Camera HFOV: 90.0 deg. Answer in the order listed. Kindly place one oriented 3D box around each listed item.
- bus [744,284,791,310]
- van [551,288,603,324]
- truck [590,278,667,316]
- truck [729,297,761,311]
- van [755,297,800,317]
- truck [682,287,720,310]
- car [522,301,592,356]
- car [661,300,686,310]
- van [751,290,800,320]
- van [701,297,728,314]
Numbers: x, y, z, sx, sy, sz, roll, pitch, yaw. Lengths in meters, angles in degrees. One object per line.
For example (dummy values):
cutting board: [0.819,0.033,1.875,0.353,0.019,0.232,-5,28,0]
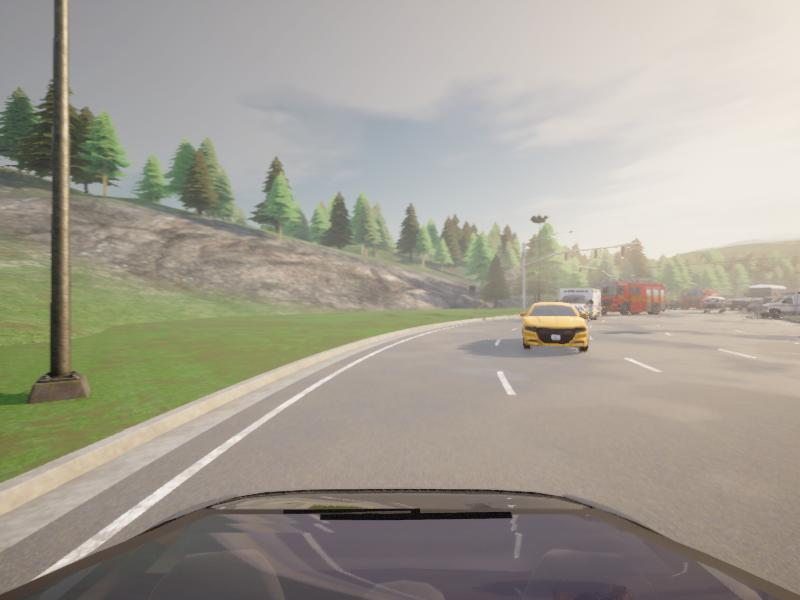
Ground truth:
bus: [63.319,-0.440,68.809,10.273,4.253,3.944,0,0,-36]
van: [13.505,0.391,30.217,2.351,2.431,6.366,0,0,35]
truck: [24.371,-0.291,42.603,8.468,3.827,2.891,0,0,-27]
truck: [53.253,0.621,61.728,6.274,2.098,2.390,0,0,-37]
van: [39.751,0.662,41.166,4.442,1.987,1.775,0,0,27]
truck: [52.794,-0.245,70.025,8.468,3.827,2.891,0,0,-36]
car: [5.305,0.826,13.953,1.882,1.535,5.008,0,0,18]
car: [49.041,0.848,71.604,5.027,1.651,2.152,0,0,-36]
van: [35.200,0.476,34.964,6.366,2.431,2.351,0,-4,17]
van: [38.906,0.629,49.456,4.480,2.038,2.069,0,0,-43]
